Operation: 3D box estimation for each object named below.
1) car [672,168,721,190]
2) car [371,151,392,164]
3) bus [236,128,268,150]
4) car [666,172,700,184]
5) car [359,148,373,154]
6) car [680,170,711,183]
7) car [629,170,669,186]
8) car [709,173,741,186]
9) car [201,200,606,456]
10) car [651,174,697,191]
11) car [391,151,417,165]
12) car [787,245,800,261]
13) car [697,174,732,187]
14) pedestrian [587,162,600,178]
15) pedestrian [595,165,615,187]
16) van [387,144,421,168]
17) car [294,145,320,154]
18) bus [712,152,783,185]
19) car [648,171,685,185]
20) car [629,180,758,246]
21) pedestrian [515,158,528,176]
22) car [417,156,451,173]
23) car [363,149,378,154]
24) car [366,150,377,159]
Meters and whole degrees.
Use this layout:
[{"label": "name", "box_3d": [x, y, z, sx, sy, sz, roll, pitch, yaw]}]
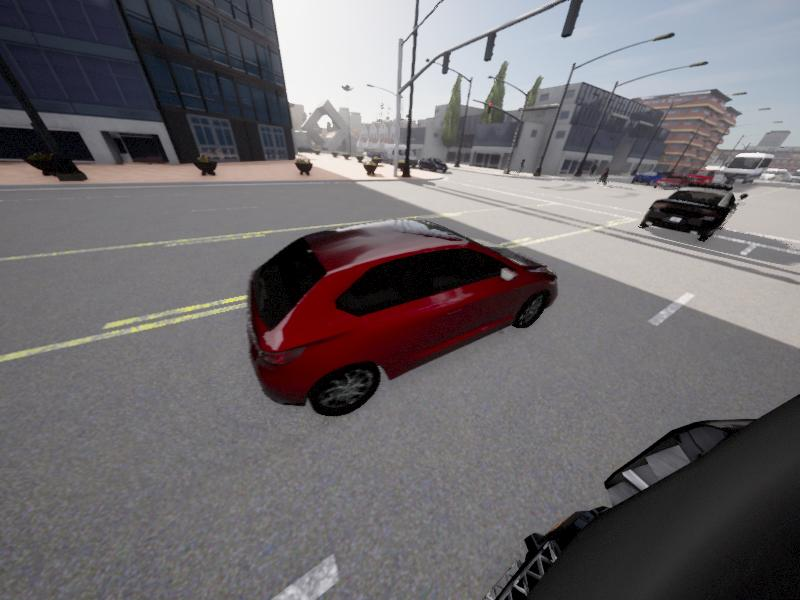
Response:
[{"label": "car", "box_3d": [36.774, -15.040, 28.646, 5.566, 2.045, 2.150, -15, 38, -27]}, {"label": "car", "box_3d": [-3.091, -23.509, 38.043, 1.845, 1.501, 3.633, -15, 38, -27]}, {"label": "bus", "box_3d": [-39.172, -42.602, 61.032, 3.944, 4.253, 10.273, -24, 42, -36]}, {"label": "car", "box_3d": [43.993, -19.050, 35.923, 4.181, 1.385, 1.994, -15, 38, -25]}, {"label": "car", "box_3d": [-12.749, -55.860, 86.693, 4.892, 1.490, 1.837, 21, 37, 25]}, {"label": "car", "box_3d": [49.471, -20.740, 38.671, 5.008, 1.535, 1.882, -17, 38, -26]}, {"label": "car", "box_3d": [32.079, -15.758, 29.755, 5.008, 1.535, 1.882, -15, 38, -27]}, {"label": "car", "box_3d": [50.382, -18.725, 35.779, 4.193, 1.474, 1.816, -17, 38, -26]}, {"label": "car", "box_3d": [0.351, -0.273, 3.096, 4.193, 1.474, 1.816, -16, 38, -26]}, {"label": "car", "box_3d": [29.911, -12.877, 25.237, 4.674, 1.442, 1.812, -16, 38, -26]}, {"label": "car", "box_3d": [0.513, -23.862, 38.861, 1.930, 1.638, 5.238, -15, 37, -26]}, {"label": "car", "box_3d": [14.390, -1.636, 6.431, 4.792, 1.488, 2.163, -8, 35, -17]}, {"label": "car", "box_3d": [45.030, -17.144, 33.067, 4.674, 1.442, 1.812, -16, 38, -26]}, {"label": "pedestrian", "box_3d": [28.080, -18.841, 33.508, 0.751, 1.860, 0.751, 29, 41, 34]}, {"label": "pedestrian", "box_3d": [20.873, -12.654, 23.563, 0.751, 1.860, 0.751, 17, 35, 19]}, {"label": "van", "box_3d": [0.336, -20.620, 33.045, 1.988, 2.561, 5.915, -15, 37, -26]}, {"label": "car", "box_3d": [-22.337, -36.378, 55.872, 5.357, 1.411, 2.033, 1, 33, -5]}, {"label": "bus", "box_3d": [59.044, -22.371, 39.240, 10.273, 4.253, 3.944, -17, 38, -26]}, {"label": "car", "box_3d": [37.669, -17.291, 32.664, 4.892, 1.490, 1.837, -16, 38, -26]}, {"label": "car", "box_3d": [11.508, -3.597, 9.005, 5.238, 1.638, 1.930, -18, 39, -30]}, {"label": "pedestrian", "box_3d": [14.373, -15.768, 27.384, 0.751, 1.860, 0.751, 18, 35, 20]}, {"label": "car", "box_3d": [4.030, -16.456, 28.020, 1.816, 1.474, 4.193, -15, 37, -26]}, {"label": "car", "box_3d": [-11.475, -57.932, 90.093, 5.357, 1.411, 2.033, 10, 34, 9]}, {"label": "car", "box_3d": [-6.435, -32.737, 51.900, 1.816, 1.474, 4.193, -5, 34, -14]}]
